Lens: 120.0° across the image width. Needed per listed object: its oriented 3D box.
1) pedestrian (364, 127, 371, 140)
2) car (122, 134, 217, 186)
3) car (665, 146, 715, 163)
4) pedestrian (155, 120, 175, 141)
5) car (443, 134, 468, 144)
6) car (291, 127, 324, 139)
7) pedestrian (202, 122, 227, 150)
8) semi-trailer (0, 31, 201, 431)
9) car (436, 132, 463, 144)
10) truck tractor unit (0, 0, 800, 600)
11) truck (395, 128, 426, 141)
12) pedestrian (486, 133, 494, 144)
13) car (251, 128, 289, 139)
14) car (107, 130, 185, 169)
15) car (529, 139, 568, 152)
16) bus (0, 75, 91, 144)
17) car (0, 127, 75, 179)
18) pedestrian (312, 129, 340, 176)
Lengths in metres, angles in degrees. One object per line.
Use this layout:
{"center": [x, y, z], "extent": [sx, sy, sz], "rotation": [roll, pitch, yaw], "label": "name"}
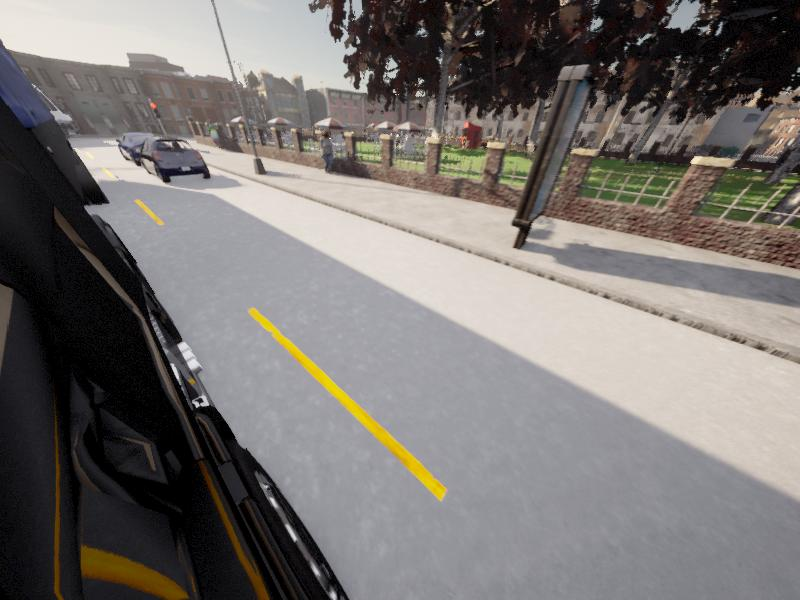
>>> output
{"center": [-5.832, -29.687, 41.279], "extent": [0.751, 1.860, 0.751], "rotation": [26, 42, 28], "label": "pedestrian"}
{"center": [-10.086, -6.257, 10.139], "extent": [3.633, 1.501, 1.845], "rotation": [28, 43, 30], "label": "car"}
{"center": [38.007, -19.203, 30.409], "extent": [3.633, 1.501, 1.845], "rotation": [28, 43, 30], "label": "car"}
{"center": [-26.239, -18.924, 25.793], "extent": [0.751, 1.860, 0.751], "rotation": [28, 44, 30], "label": "pedestrian"}
{"center": [11.379, -33.255, 47.599], "extent": [4.514, 1.525, 2.007], "rotation": [27, 43, 29], "label": "car"}
{"center": [-16.186, -29.334, 40.655], "extent": [1.882, 1.535, 5.008], "rotation": [28, 44, 30], "label": "car"}
{"center": [-15.026, -13.286, 18.742], "extent": [0.751, 1.860, 0.751], "rotation": [28, 44, 30], "label": "pedestrian"}
{"center": [-8.643, -3.632, 4.295], "extent": [14.254, 4.402, 2.717], "rotation": [29, 44, 31], "label": "semi-trailer"}
{"center": [9.543, -31.334, 44.629], "extent": [4.605, 1.855, 1.932], "rotation": [28, 44, 31], "label": "car"}
{"center": [-2.645, -0.295, 0.352], "extent": [6.516, 4.208, 3.053], "rotation": [28, 44, 30], "label": "truck tractor unit"}
{"center": [2.289, -37.105, 51.723], "extent": [6.274, 2.098, 2.390], "rotation": [13, 38, 14], "label": "truck"}
{"center": [18.336, -32.755, 46.863], "extent": [0.751, 1.860, 0.751], "rotation": [-21, 43, -28], "label": "pedestrian"}
{"center": [-20.472, -26.271, 36.495], "extent": [1.895, 1.301, 4.718], "rotation": [28, 44, 30], "label": "car"}
{"center": [-14.390, -8.592, 13.073], "extent": [4.674, 1.442, 1.812], "rotation": [27, 43, 29], "label": "car"}
{"center": [24.907, -26.112, 38.879], "extent": [4.902, 1.511, 2.128], "rotation": [28, 44, 30], "label": "car"}
{"center": [-33.491, -14.869, 17.964], "extent": [3.944, 4.253, 10.273], "rotation": [28, 44, 30], "label": "bus"}
{"center": [-16.721, -6.625, 10.228], "extent": [4.514, 1.525, 2.007], "rotation": [28, 44, 30], "label": "car"}
{"center": [-3.573, -7.210, 11.321], "extent": [0.751, 1.860, 0.751], "rotation": [29, 44, 30], "label": "pedestrian"}
